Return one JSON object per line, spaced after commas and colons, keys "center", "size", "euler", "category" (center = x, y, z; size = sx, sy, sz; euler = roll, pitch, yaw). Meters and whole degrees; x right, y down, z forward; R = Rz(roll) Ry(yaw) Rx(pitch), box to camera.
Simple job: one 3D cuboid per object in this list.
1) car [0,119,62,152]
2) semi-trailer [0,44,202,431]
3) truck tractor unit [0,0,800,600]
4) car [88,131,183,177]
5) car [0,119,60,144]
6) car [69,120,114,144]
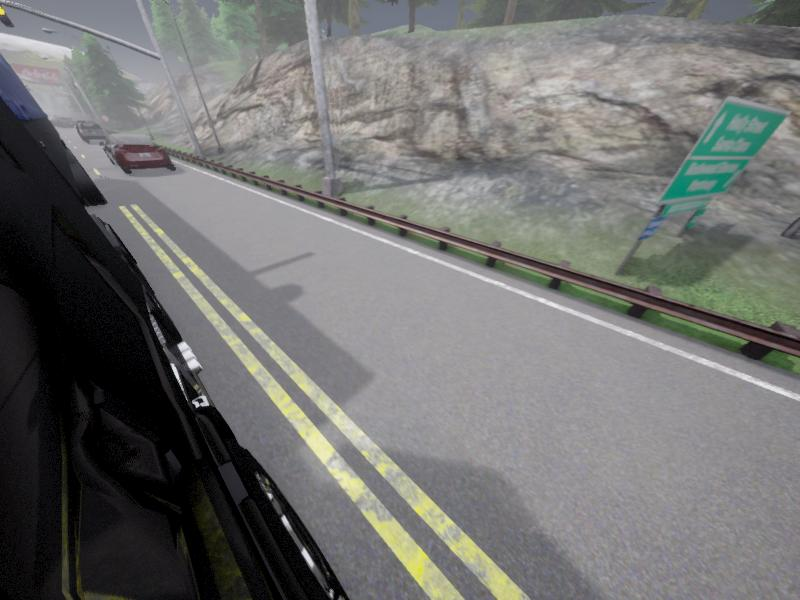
{"center": [-26.582, -11.840, 16.540], "size": [4.856, 1.649, 2.033], "euler": [28, 43, 30], "category": "car"}
{"center": [-8.700, -3.588, 4.248], "size": [14.254, 4.402, 2.717], "euler": [28, 45, 30], "category": "semi-trailer"}
{"center": [-2.645, -0.295, 0.351], "size": [6.516, 4.208, 3.053], "euler": [28, 44, 30], "category": "truck tractor unit"}
{"center": [-13.519, -7.592, 11.793], "size": [4.792, 1.488, 2.163], "euler": [28, 44, 29], "category": "car"}
{"center": [-31.814, -14.554, 19.957], "size": [4.902, 1.511, 2.128], "euler": [28, 43, 30], "category": "car"}
{"center": [-29.504, -16.096, 22.095], "size": [3.988, 1.617, 1.851], "euler": [28, 43, 30], "category": "car"}
